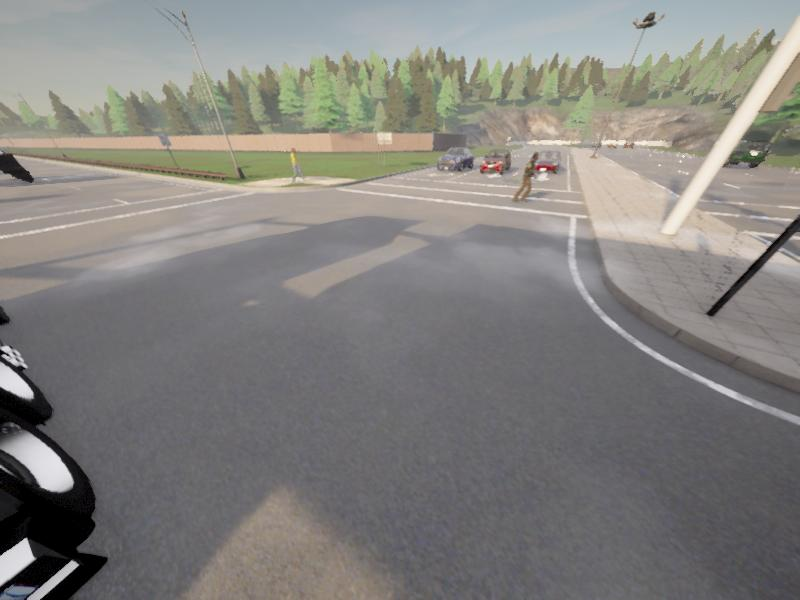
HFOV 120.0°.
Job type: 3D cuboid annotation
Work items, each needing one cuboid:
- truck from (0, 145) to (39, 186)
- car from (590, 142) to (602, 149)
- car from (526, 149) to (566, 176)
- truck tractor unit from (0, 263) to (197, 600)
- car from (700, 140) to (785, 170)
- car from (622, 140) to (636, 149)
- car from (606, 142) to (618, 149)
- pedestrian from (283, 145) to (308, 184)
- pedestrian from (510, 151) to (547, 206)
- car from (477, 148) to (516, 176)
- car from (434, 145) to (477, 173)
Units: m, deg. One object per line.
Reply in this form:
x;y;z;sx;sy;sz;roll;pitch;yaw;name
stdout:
-27.907;-9.151;15.565;6.274;2.098;2.390;18;39;24;truck
51.856;-40.944;61.071;1.837;1.490;4.892;20;40;26;car
12.046;-11.398;18.981;2.163;1.488;4.792;18;39;25;car
-5.109;-0.302;0.785;6.516;4.208;3.053;18;39;24;truck tractor unit
31.508;-13.697;21.617;2.150;2.045;5.566;18;39;24;car
60.274;-41.022;60.860;2.097;1.767;4.553;24;42;31;car
55.805;-40.682;60.832;1.895;1.301;4.718;21;40;28;car
-6.007;-7.877;13.438;0.751;1.860;0.751;-4;35;-6;pedestrian
5.160;-4.892;9.317;0.751;1.860;0.751;18;39;25;pedestrian
7.898;-11.355;18.845;1.851;1.617;3.988;18;39;25;car
4.948;-12.494;20.345;2.097;1.767;4.553;18;39;25;car
